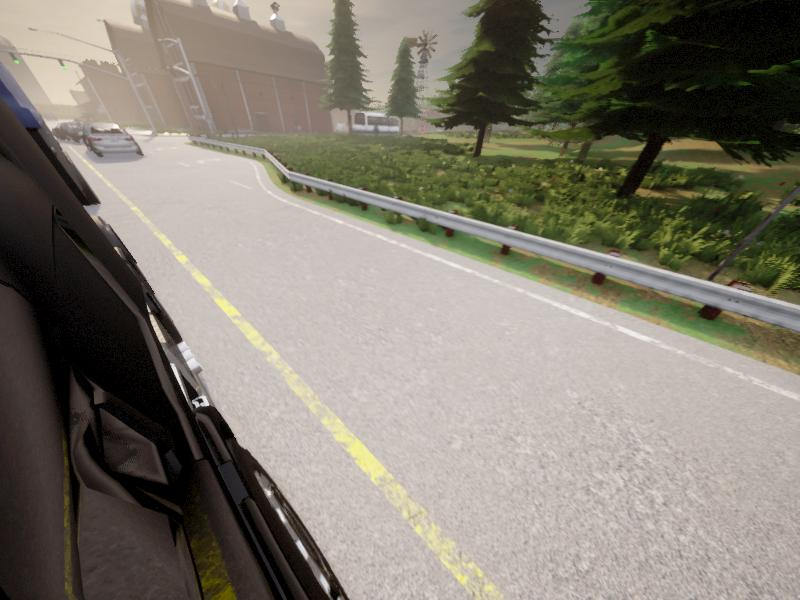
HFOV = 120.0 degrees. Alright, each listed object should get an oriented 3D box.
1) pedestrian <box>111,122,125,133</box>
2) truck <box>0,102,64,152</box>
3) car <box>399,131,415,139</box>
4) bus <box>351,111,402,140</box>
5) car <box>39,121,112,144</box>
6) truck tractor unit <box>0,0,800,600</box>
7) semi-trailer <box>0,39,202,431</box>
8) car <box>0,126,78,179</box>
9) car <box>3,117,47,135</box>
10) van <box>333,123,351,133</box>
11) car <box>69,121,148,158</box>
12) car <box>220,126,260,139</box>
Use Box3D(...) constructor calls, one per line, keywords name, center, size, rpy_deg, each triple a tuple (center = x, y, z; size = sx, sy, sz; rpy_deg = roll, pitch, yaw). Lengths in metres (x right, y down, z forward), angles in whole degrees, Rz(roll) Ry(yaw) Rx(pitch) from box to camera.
Box3D(name="pedestrian", center=(-36.812, -22.546, 30.177), size=(0.500, 1.100, 0.500), rpy_deg=(6, 37, 4))
Box3D(name="truck", center=(-25.726, -11.612, 15.449), size=(5.204, 2.467, 2.627), rpy_deg=(27, 43, 29))
Box3D(name="car", center=(1.614, -38.259, 53.611), size=(1.845, 1.501, 3.633), rpy_deg=(28, 44, 30))
Box3D(name="bus", center=(-4.424, -35.285, 46.981), size=(3.944, 4.253, 10.273), rpy_deg=(28, 44, 30))
Box3D(name="car", center=(-29.190, -15.107, 20.806), size=(5.357, 1.411, 2.033), rpy_deg=(17, 39, 18))
Box3D(name="truck tractor unit", center=(-2.645, -0.295, 0.351), size=(6.516, 4.208, 3.053), rpy_deg=(28, 44, 30))
Box3D(name="semi-trailer", center=(-8.727, -3.588, 4.197), size=(14.254, 4.402, 2.717), rpy_deg=(28, 44, 29))
Box3D(name="car", center=(-16.650, -6.696, 10.263), size=(4.902, 1.511, 2.128), rpy_deg=(29, 44, 31))
Box3D(name="car", center=(-41.009, -19.030, 25.283), size=(4.181, 1.385, 1.994), rpy_deg=(26, 43, 28))
Box3D(name="van", center=(-20.194, -59.901, 80.349), size=(6.366, 2.431, 2.351), rpy_deg=(27, 43, 29))
Box3D(name="car", center=(-19.180, -10.607, 15.191), size=(4.611, 1.667, 2.242), rpy_deg=(27, 43, 29))
Box3D(name="car", center=(-23.242, -24.437, 33.691), size=(1.994, 1.385, 4.181), rpy_deg=(28, 44, 30))
